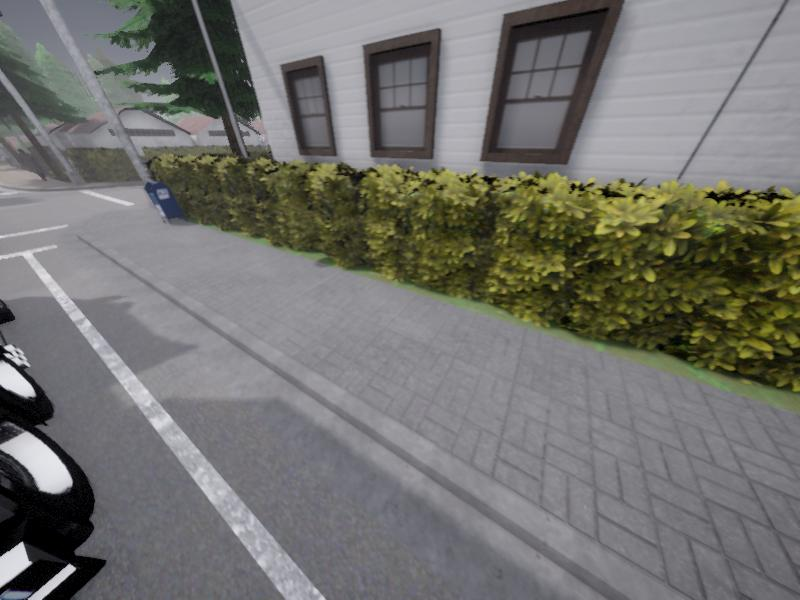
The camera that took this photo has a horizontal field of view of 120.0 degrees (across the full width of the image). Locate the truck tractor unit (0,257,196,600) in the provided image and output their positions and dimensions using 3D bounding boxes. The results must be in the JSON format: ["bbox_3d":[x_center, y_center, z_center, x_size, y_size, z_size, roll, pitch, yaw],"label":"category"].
[{"bbox_3d":[-5.101,-0.310,0.797,6.516,4.208,3.053,19,39,25],"label":"truck tractor unit"}]

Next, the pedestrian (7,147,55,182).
[{"bbox_3d":[-23.388,-8.621,14.693,0.751,1.860,0.751,19,39,26],"label":"pedestrian"}]
